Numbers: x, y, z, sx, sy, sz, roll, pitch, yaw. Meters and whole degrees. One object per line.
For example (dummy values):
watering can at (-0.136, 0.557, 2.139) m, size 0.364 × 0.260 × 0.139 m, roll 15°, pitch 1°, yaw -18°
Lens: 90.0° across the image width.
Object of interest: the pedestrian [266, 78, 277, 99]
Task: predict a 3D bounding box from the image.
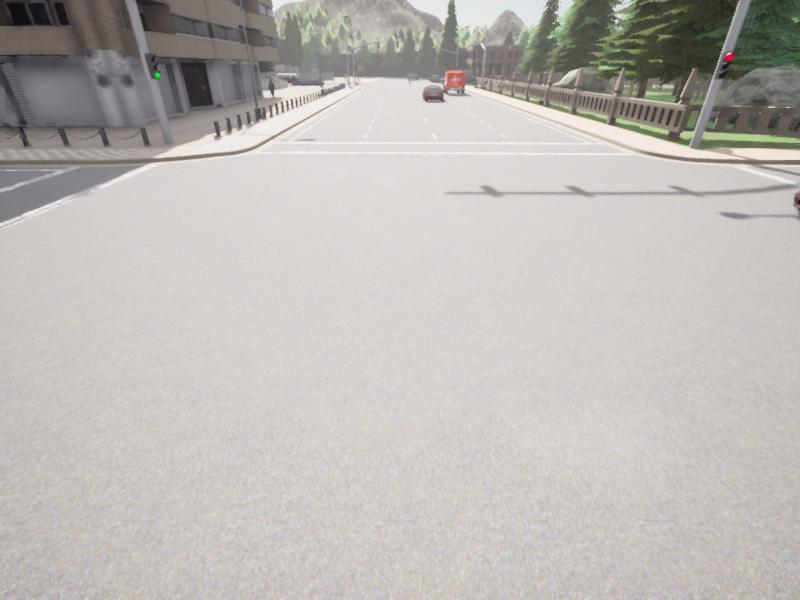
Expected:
pedestrian at (-13.425, -22.185, 41.939) m, size 0.751 × 1.860 × 0.751 m, roll -4°, pitch 31°, yaw -7°

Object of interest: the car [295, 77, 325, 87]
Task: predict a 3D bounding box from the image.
car at (-15.879, -38.477, 70.655) m, size 4.674 × 1.442 × 1.812 m, roll 1°, pitch 30°, yaw 1°

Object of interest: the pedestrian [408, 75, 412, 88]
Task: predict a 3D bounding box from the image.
pedestrian at (1.657, -36.455, 66.685) m, size 0.751 × 1.860 × 0.751 m, roll 1°, pitch 30°, yaw 1°

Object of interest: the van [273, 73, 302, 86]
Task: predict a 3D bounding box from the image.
van at (-20.617, -40.516, 73.568) m, size 4.480 × 2.038 × 2.069 m, roll 0°, pitch 30°, yaw 0°

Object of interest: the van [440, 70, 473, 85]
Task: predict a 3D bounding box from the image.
van at (10.805, -42.545, 76.483) m, size 5.915 × 2.561 × 1.988 m, roll 0°, pitch 30°, yaw 0°

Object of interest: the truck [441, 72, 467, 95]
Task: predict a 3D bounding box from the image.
truck at (6.990, -28.330, 52.179) m, size 2.627 × 2.467 × 5.204 m, roll 0°, pitch 30°, yaw 0°

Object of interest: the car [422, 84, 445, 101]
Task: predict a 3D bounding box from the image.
car at (3.490, -21.917, 42.286) m, size 1.994 × 1.385 × 4.181 m, roll 0°, pitch 30°, yaw 0°

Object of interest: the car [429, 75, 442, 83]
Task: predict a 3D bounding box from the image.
car at (7.612, -47.524, 86.081) m, size 1.970 × 1.475 × 3.806 m, roll -5°, pitch 31°, yaw -8°

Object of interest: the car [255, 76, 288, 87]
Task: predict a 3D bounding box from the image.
car at (-22.679, -38.572, 70.655) m, size 5.027 × 1.651 × 2.152 m, roll 0°, pitch 30°, yaw 0°

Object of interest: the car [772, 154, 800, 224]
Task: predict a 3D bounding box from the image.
car at (11.249, -2.260, 8.411) m, size 4.674 × 1.442 × 1.812 m, roll 0°, pitch 30°, yaw 1°
